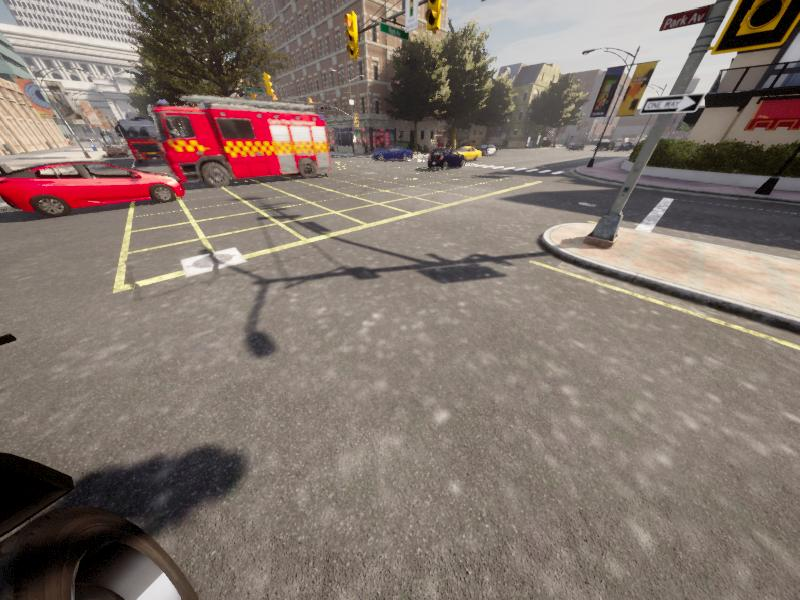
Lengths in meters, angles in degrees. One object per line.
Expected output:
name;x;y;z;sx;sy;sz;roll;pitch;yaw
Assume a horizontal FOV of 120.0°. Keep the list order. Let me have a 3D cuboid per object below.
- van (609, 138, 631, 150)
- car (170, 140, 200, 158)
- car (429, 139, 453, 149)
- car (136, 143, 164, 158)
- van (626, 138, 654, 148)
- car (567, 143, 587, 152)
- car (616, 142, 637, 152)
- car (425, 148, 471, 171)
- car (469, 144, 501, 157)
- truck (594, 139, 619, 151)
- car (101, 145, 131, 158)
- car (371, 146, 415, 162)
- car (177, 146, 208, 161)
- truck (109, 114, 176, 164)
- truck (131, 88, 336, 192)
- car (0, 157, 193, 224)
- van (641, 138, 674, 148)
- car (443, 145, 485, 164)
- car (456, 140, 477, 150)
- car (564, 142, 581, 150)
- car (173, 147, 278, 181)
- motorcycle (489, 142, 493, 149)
van;56.343;-40.067;59.124;6.366;2.431;2.351;-28;44;-34
car;-28.926;-20.319;31.013;2.097;1.767;4.553;-28;44;-34
car;9.939;-38.124;56.367;2.150;2.045;5.566;-28;44;-34
car;-32.422;-19.416;29.981;1.970;1.475;3.806;-28;44;-34
van;72.357;-47.453;69.732;6.366;2.431;2.351;-10;36;-14
car;37.917;-32.707;49.348;4.892;1.490;1.837;-28;44;-34
car;48.895;-33.076;49.826;4.856;1.649;2.033;-28;44;-34
car;4.121;-12.146;19.872;3.633;1.501;1.845;-28;44;-34
car;12.631;-22.163;34.163;4.974;1.542;2.038;-29;44;-35
truck;46.002;-34.477;51.398;6.274;2.098;2.390;-28;44;-34
car;-36.836;-19.373;30.035;1.895;1.301;4.718;-28;44;-34
car;-0.868;-16.806;26.530;4.674;1.442;1.812;-8;36;-12
car;-24.264;-17.156;26.987;1.895;1.301;4.718;-28;44;-34
truck;-27.249;-17.094;24.681;2.891;3.827;8.468;-28;44;-34
truck;-8.571;-9.132;13.506;8.468;3.827;2.891;-28;44;-34
car;-11.153;-4.340;8.676;2.007;1.525;4.514;27;43;33
van;74.992;-45.688;67.244;6.366;2.431;2.351;-3;35;-5
car;7.234;-16.468;25.989;5.366;1.575;1.801;-30;45;-35
car;14.892;-34.839;51.871;1.905;1.878;3.866;-26;43;-32
car;42.015;-37.587;56.359;4.674;1.442;1.812;-28;44;-34
car;-11.575;-9.394;15.752;5.238;1.638;1.930;-28;44;-34
motorcycle;22.554;-38.273;57.107;0.764;1.277;2.356;2;34;20
